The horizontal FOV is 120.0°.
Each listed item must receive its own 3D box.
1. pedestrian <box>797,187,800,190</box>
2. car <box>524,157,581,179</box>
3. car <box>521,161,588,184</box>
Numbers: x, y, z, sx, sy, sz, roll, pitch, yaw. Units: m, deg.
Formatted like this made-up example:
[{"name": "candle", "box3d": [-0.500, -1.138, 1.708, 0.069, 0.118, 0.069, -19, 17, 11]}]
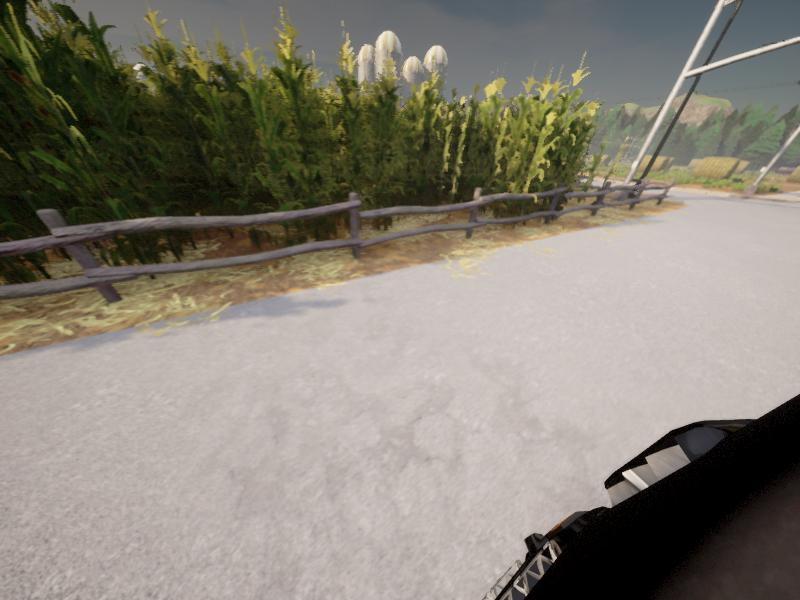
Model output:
[{"name": "pedestrian", "box3d": [41.304, -11.952, 23.023, 0.751, 1.860, 0.751, -10, 36, -19]}, {"name": "car", "box3d": [16.725, -14.698, 25.672, 2.097, 1.767, 4.553, -16, 38, -26]}, {"name": "car", "box3d": [14.863, -12.531, 22.560, 2.163, 1.488, 4.792, -16, 38, -26]}]
